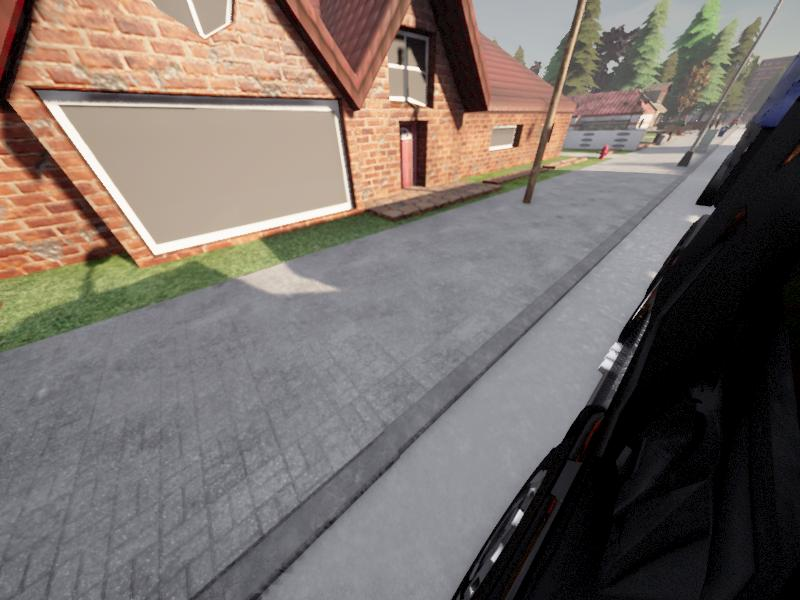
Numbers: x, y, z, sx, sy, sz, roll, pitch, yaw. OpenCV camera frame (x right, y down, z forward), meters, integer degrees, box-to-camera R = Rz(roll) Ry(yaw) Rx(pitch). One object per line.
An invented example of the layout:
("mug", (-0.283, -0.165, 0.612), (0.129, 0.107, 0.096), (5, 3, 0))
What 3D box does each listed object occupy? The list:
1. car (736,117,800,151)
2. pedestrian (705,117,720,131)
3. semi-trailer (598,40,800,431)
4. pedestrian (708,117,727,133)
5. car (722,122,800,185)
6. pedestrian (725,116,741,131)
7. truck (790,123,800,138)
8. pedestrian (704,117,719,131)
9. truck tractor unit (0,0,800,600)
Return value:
("car", (27.864, -12.638, 17.540), (3.866, 1.878, 1.905), (-28, 43, -30))
("pedestrian", (53.100, -29.903, 39.249), (0.751, 1.860, 0.751), (-31, 45, -33))
("semi-trailer", (8.698, -3.586, 4.255), (14.254, 4.402, 2.717), (-28, 44, -30))
("pedestrian", (45.842, -25.247, 33.367), (0.751, 1.860, 0.751), (22, 43, 29))
("car", (15.909, -6.303, 9.725), (4.605, 1.855, 1.932), (-27, 43, -31))
("pedestrian", (54.497, -28.901, 37.822), (0.751, 1.860, 0.751), (-32, 46, -33))
("truck", (45.981, -19.295, 25.057), (5.204, 2.467, 2.627), (-29, 44, -30))
("pedestrian", (54.406, -30.731, 40.294), (0.751, 1.860, 0.751), (-27, 43, -29))
("truck tractor unit", (2.645, -0.295, 0.351), (6.516, 4.208, 3.053), (-28, 44, -30))
